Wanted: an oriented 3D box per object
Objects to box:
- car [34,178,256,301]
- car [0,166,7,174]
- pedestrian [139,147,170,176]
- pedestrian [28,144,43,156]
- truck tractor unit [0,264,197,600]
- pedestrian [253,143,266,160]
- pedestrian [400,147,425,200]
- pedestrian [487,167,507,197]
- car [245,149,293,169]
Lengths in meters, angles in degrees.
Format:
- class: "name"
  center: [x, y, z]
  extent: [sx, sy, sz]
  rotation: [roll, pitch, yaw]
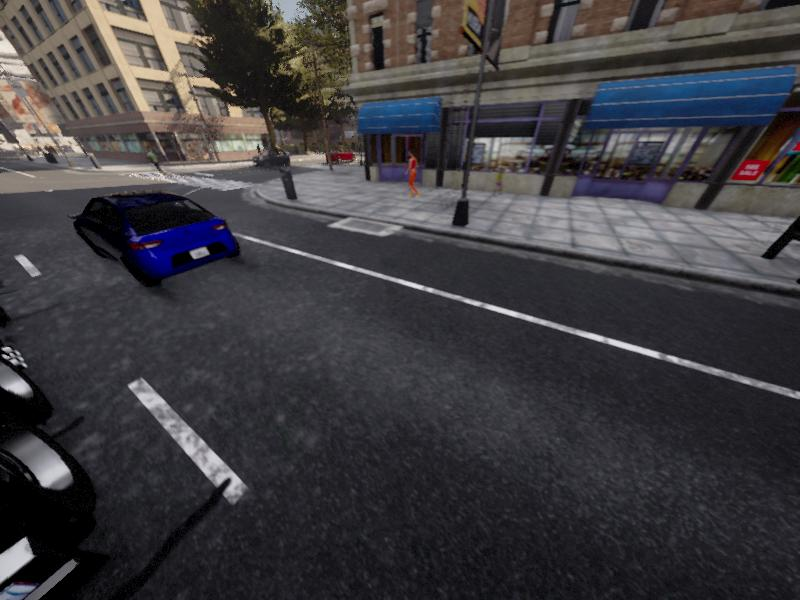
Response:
- class: "car"
  center: [-5.589, -1.645, 5.142]
  extent: [4.193, 1.474, 1.816]
  rotation: [18, 39, 25]
- class: "car"
  center: [-36.881, -11.787, 19.999]
  extent: [4.514, 1.525, 2.007]
  rotation: [18, 39, 24]
- class: "pedestrian"
  center: [-19.457, -11.002, 18.358]
  extent: [0.751, 1.860, 0.751]
  rotation: [15, 38, 21]
- class: "pedestrian"
  center: [-73.927, -30.446, 46.870]
  extent: [0.751, 1.860, 0.751]
  rotation: [18, 39, 24]
- class: "truck tractor unit"
  center: [-5.116, -0.295, 0.784]
  extent: [6.516, 4.208, 3.053]
  rotation: [18, 39, 24]
- class: "pedestrian"
  center: [-18.503, -19.595, 30.437]
  extent: [0.751, 1.860, 0.751]
  rotation: [24, 42, 31]
- class: "pedestrian"
  center: [0.509, -5.295, 9.683]
  extent: [0.751, 1.860, 0.751]
  rotation: [17, 38, 23]
- class: "pedestrian"
  center: [4.236, -5.174, 10.135]
  extent: [0.500, 1.100, 0.500]
  rotation: [19, 39, 25]
- class: "car"
  center: [-13.201, -14.442, 23.572]
  extent: [1.845, 1.501, 3.633]
  rotation: [17, 38, 23]
